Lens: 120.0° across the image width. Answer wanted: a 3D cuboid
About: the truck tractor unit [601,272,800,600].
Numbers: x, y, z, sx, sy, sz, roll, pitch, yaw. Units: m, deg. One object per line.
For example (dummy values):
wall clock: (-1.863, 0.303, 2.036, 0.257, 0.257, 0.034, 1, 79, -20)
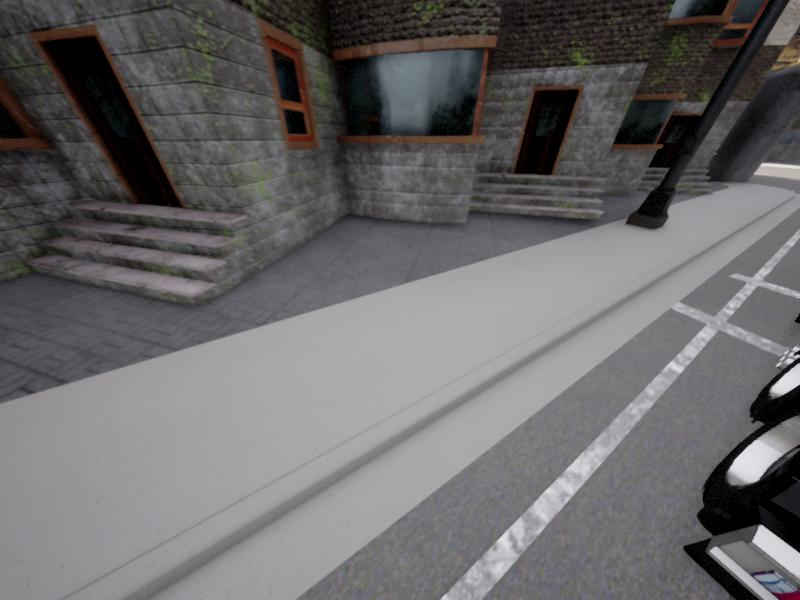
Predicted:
truck tractor unit: (5.119, -0.293, 0.759, 6.516, 4.208, 3.053, -18, 39, -23)
